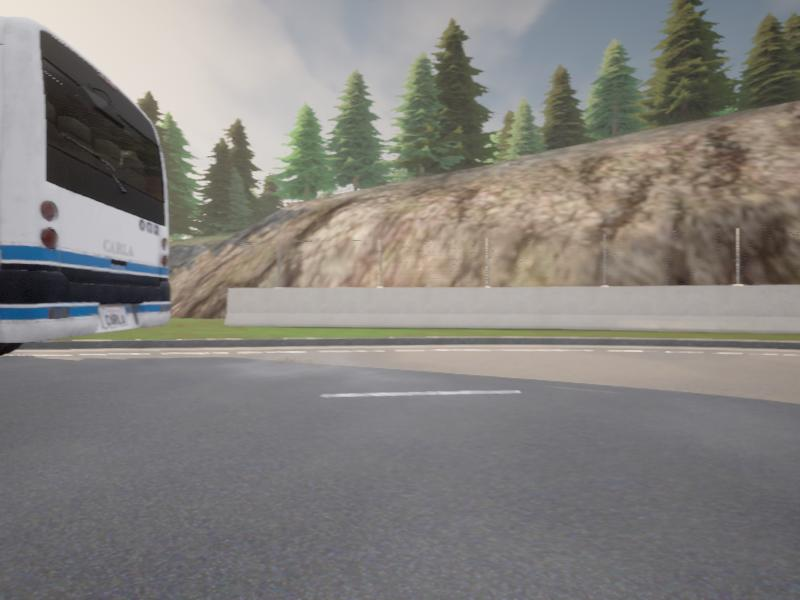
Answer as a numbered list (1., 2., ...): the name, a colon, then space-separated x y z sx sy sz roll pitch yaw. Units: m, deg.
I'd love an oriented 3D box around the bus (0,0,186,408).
1. bus: -8.924 -1.144 5.027 10.273 4.253 3.944 0 0 -6
